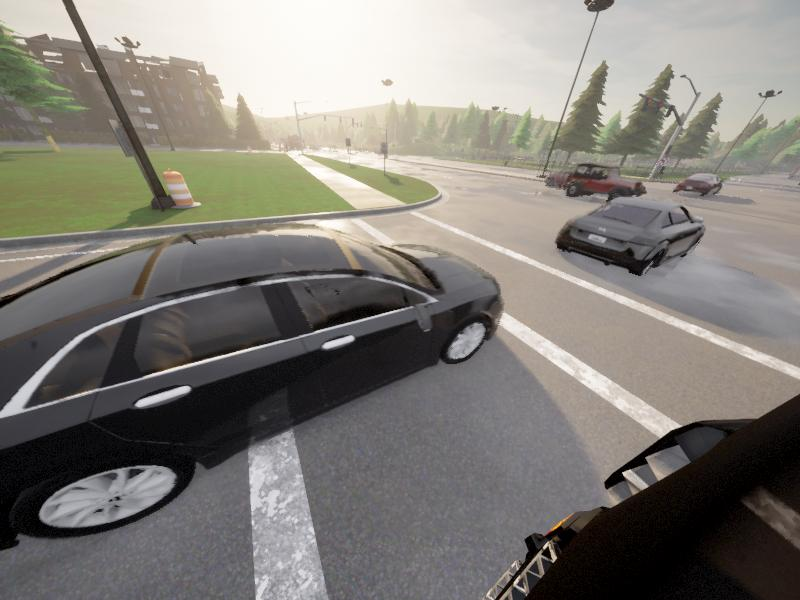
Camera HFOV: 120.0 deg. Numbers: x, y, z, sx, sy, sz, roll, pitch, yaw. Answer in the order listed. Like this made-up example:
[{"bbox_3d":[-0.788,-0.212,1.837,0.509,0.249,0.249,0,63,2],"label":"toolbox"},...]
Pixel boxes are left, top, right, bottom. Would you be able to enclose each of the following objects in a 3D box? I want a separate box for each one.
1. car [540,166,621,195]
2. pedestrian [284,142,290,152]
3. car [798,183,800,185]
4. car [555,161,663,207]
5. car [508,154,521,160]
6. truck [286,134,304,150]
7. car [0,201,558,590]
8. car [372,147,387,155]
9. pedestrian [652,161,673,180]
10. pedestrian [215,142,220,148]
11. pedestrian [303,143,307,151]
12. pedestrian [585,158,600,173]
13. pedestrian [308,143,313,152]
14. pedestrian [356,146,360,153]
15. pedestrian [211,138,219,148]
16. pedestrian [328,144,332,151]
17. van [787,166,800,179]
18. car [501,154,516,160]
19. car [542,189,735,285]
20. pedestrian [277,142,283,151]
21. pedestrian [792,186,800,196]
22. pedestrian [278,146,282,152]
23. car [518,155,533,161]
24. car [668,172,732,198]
[{"bbox_3d":[13.332,-9.093,17.425,1.994,1.385,4.181,-15,38,-25],"label":"car"},{"bbox_3d":[-25.295,-34.240,51.819,0.751,1.860,0.751,-18,39,-28],"label":"pedestrian"},{"bbox_3d":[60.064,-17.312,33.168,5.027,1.651,2.152,-16,38,-26],"label":"car"},{"bbox_3d":[11.865,-6.864,13.485,1.905,1.878,3.866,-15,37,-25],"label":"car"},{"bbox_3d":[40.591,-50.801,82.171,3.988,1.617,1.851,-16,38,-26],"label":"car"},{"bbox_3d":[-32.537,-48.782,71.426,2.891,3.827,8.468,-16,38,-26],"label":"truck"},{"bbox_3d":[-0.946,0.068,2.416,4.892,1.490,1.837,-16,38,-26],"label":"car"},{"bbox_3d":[-5.750,-41.608,64.661,1.930,1.638,5.238,-15,38,-25],"label":"car"},{"bbox_3d":[31.829,-15.694,28.022,0.751,1.860,0.751,-13,37,-23],"label":"pedestrian"},{"bbox_3d":[-43.198,-36.797,54.704,0.500,1.100,0.500,-16,38,-26],"label":"pedestrian"},{"bbox_3d":[-25.710,-41.396,62.563,0.751,1.860,0.751,-17,38,-27],"label":"pedestrian"},{"bbox_3d":[28.356,-19.843,34.001,0.751,1.860,0.751,-13,37,-22],"label":"pedestrian"},{"bbox_3d":[-24.559,-41.747,63.180,0.751,1.860,0.751,-18,39,-28],"label":"pedestrian"},{"bbox_3d":[-12.834,-45.755,70.276,0.751,1.860,0.751,-16,38,-26],"label":"pedestrian"},{"bbox_3d":[-43.164,-36.714,53.894,0.751,1.860,0.751,-15,38,-25],"label":"pedestrian"},{"bbox_3d":[-21.530,-47.145,71.466,0.751,1.860,0.751,-16,38,-26],"label":"pedestrian"},{"bbox_3d":[88.085,-27.839,50.438,6.366,2.431,2.351,-16,38,-26],"label":"van"},{"bbox_3d":[40.152,-52.829,85.363,5.027,1.651,2.152,-16,38,-26],"label":"car"},{"bbox_3d":[6.154,-1.895,6.034,4.181,1.385,1.994,-16,38,-26],"label":"car"},{"bbox_3d":[-28.355,-36.319,54.713,0.751,1.860,0.751,-15,37,-24],"label":"pedestrian"},{"bbox_3d":[36.399,-10.260,20.469,0.751,1.860,0.751,-13,37,-23],"label":"pedestrian"},{"bbox_3d":[-26.928,-33.816,51.745,0.500,1.100,0.500,-9,35,-17],"label":"pedestrian"},{"bbox_3d":[43.633,-49.473,80.300,4.856,1.649,2.033,-16,38,-26],"label":"car"},{"bbox_3d":[23.715,-9.150,18.240,4.674,1.442,1.812,-16,38,-26],"label":"car"}]
